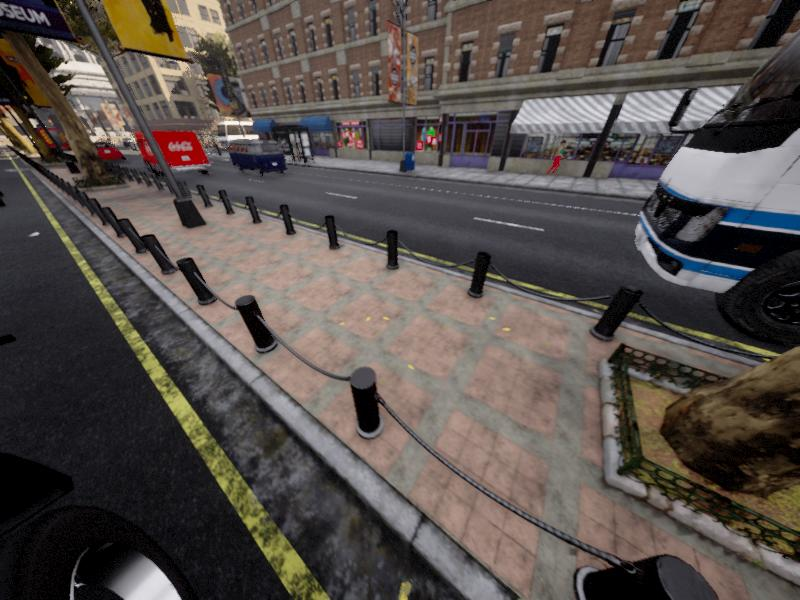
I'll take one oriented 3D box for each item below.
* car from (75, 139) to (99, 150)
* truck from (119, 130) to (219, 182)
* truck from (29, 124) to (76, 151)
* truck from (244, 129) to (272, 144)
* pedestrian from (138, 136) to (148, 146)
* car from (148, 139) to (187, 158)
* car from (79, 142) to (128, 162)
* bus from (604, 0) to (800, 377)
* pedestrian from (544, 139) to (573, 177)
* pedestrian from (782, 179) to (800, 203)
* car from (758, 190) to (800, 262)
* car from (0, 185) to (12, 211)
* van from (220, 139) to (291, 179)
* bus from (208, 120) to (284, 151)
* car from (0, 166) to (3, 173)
[{"bbox_3d":[-61.152,-30.396,45.161,3.988,1.617,1.851,22,41,28],"label":"car"},{"bbox_3d":[-15.120,-9.580,15.179,5.204,2.467,2.627,22,41,28],"label":"truck"},{"bbox_3d":[-65.387,-30.532,43.456,8.468,3.827,2.891,22,41,28],"label":"truck"},{"bbox_3d":[-44.779,-51.606,72.834,8.468,3.827,2.891,22,41,28],"label":"truck"},{"bbox_3d":[-60.369,-37.220,54.175,0.751,1.860,0.751,24,42,30],"label":"pedestrian"},{"bbox_3d":[-29.822,-19.630,29.765,1.905,1.878,3.866,-13,38,-17],"label":"car"},{"bbox_3d":[-32.488,-16.297,25.307,4.611,1.667,2.242,22,41,28],"label":"car"},{"bbox_3d":[8.430,-0.667,1.112,10.273,4.253,3.944,22,41,28],"label":"bus"},{"bbox_3d":[9.292,-8.354,13.602,0.751,1.860,0.751,25,42,30],"label":"pedestrian"},{"bbox_3d":[15.012,-4.422,8.086,0.751,1.860,0.751,27,44,33],"label":"pedestrian"},{"bbox_3d":[10.546,-1.277,4.291,3.633,1.501,1.845,22,41,28],"label":"car"},{"bbox_3d":[-17.131,-4.337,8.661,4.974,1.542,2.038,22,41,28],"label":"car"},{"bbox_3d":[-9.870,-9.735,15.794,4.442,1.987,1.775,22,41,28],"label":"van"},{"bbox_3d":[-28.066,-30.572,43.018,3.944,4.253,10.273,21,41,27],"label":"bus"},{"bbox_3d":[-32.062,-10.342,17.221,5.357,1.411,2.033,22,41,28],"label":"car"}]
